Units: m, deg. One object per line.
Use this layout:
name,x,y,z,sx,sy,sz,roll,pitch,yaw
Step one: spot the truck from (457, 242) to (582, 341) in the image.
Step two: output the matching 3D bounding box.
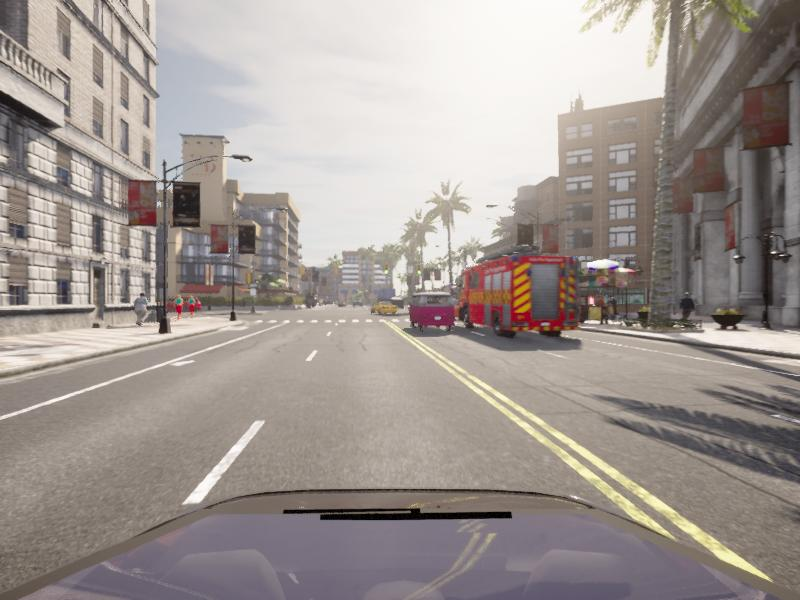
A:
truck,5.328,-0.318,19.908,2.891,3.827,8.468,0,0,-6

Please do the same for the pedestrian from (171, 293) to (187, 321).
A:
pedestrian,-14.928,0.495,26.989,0.751,1.860,0.751,0,0,-10

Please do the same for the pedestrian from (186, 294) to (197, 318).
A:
pedestrian,-16.450,0.497,31.553,0.751,1.860,0.751,0,0,-25

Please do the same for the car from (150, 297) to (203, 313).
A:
car,-28.847,0.588,51.809,5.566,2.045,2.150,0,0,-7

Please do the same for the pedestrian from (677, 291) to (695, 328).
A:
pedestrian,14.923,0.486,20.845,0.751,1.860,0.751,0,0,36

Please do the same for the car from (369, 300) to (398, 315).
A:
car,-1.937,0.812,44.879,1.801,1.575,5.366,0,0,-20

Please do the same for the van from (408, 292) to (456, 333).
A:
van,1.601,0.603,21.616,1.775,1.987,4.442,0,0,-6

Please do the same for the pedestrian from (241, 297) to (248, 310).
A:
pedestrian,-23.253,0.505,59.787,0.751,1.860,0.751,0,0,-8

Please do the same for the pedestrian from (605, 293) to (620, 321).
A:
pedestrian,14.459,0.487,27.169,0.751,1.860,0.751,0,0,40

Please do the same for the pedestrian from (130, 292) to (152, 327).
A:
pedestrian,-14.155,0.494,21.855,0.751,1.860,0.751,0,0,-9

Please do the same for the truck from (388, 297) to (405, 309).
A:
truck,-0.720,0.559,74.204,2.390,2.098,6.274,0,0,-6

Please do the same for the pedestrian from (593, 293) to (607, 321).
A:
pedestrian,13.809,0.487,27.633,0.751,1.860,0.751,0,0,38

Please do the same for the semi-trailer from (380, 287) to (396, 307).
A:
semi-trailer,-3.043,-0.597,94.846,2.717,4.402,14.254,0,0,-6
